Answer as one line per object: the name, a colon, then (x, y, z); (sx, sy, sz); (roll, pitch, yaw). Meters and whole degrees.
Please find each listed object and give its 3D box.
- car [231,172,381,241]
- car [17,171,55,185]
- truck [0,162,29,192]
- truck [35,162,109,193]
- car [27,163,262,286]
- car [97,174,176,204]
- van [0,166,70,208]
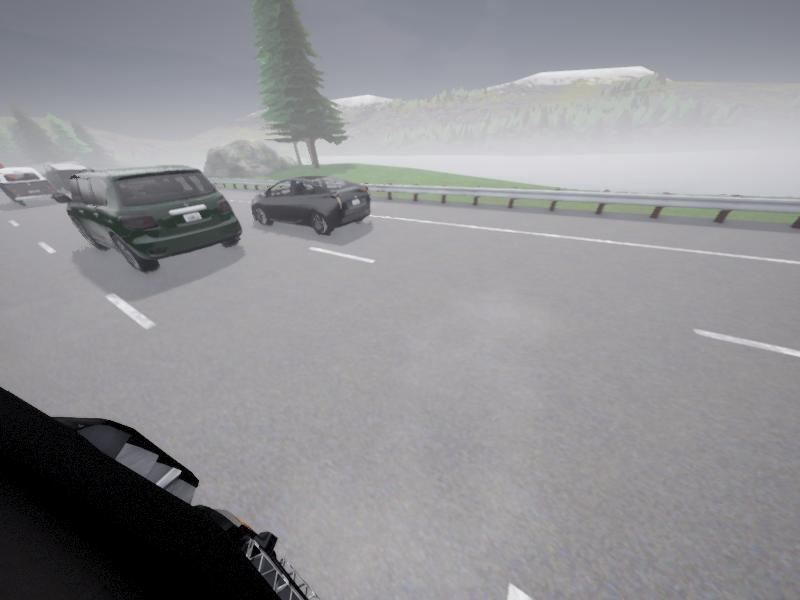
car: (-3.137, -3.356, 7.840); (4.514, 1.525, 2.007); (16, 38, 26)
car: (-48.503, -16.321, 30.808); (4.718, 1.301, 1.895); (16, 38, 26)
truck: (-42.017, -12.699, 23.832); (5.204, 2.467, 2.627); (16, 38, 26)
truck: (-30.639, -11.508, 21.560); (6.274, 2.098, 2.390); (16, 38, 26)
car: (-6.726, -2.361, 6.134); (5.566, 2.045, 2.150); (16, 38, 26)
car: (-16.948, -7.237, 14.879); (4.718, 1.301, 1.895); (16, 38, 26)
van: (-24.571, -7.499, 15.146); (4.480, 2.038, 2.069); (16, 38, 26)
